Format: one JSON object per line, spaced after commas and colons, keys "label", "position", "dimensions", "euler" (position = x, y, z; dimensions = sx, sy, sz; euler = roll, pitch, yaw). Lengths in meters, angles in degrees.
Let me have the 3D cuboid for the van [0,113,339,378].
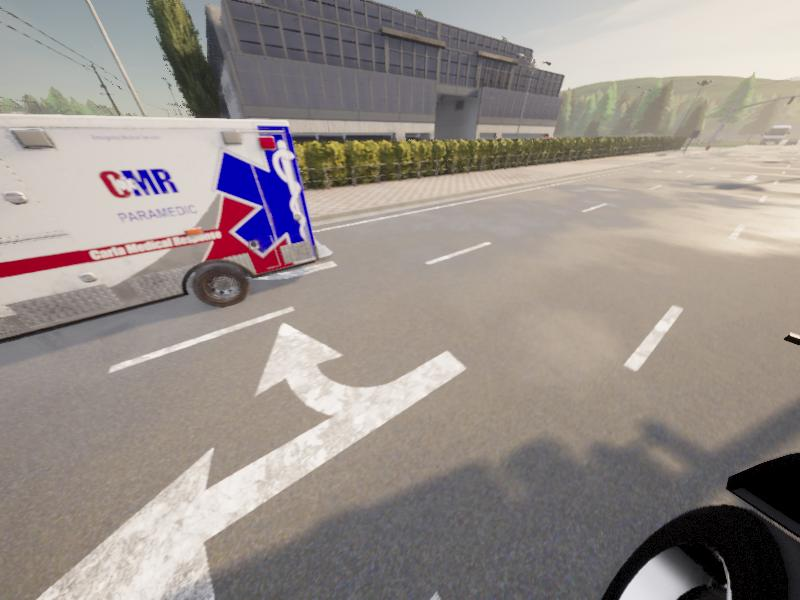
{"label": "van", "position": [-4.498, -0.964, 3.197], "dimensions": [6.366, 2.431, 2.351], "euler": [-22, 41, -27]}
